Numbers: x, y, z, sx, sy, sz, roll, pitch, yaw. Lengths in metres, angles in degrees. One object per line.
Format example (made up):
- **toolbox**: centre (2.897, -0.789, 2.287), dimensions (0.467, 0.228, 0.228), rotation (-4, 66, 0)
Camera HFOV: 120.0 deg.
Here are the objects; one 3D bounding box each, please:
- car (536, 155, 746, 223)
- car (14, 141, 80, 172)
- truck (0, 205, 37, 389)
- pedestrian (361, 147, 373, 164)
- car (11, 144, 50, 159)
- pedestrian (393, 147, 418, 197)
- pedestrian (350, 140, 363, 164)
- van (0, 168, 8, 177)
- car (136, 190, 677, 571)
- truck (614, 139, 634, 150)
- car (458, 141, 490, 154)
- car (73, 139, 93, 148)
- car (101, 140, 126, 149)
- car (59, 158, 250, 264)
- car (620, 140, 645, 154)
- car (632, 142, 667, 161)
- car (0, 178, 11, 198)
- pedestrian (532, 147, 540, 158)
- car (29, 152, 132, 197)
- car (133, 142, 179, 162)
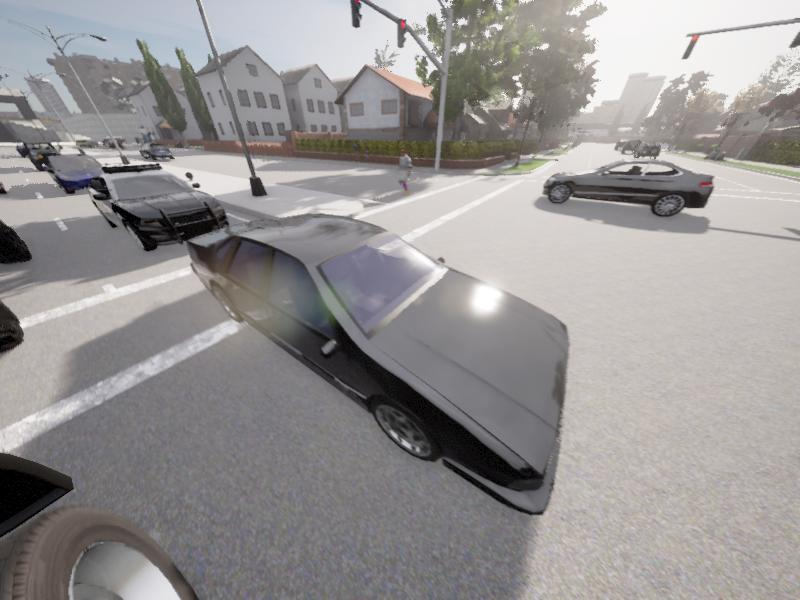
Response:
- **car**: centre (8.569, -4.575, 9.061), dimensions (5.027, 1.651, 2.152), rotation (22, 41, 28)
- **car**: centre (-27.452, -11.237, 17.978), dimensions (3.866, 1.878, 1.905), rotation (22, 41, 28)
- **truck**: centre (-7.412, -0.579, 2.848), dimensions (6.274, 2.098, 2.390), rotation (25, 42, 31)
- **pedestrian**: centre (-3.067, -13.607, 21.748), dimensions (0.751, 1.300, 0.751), rotation (22, 41, 28)
- **car**: centre (-44.913, -18.088, 28.067), dimensions (4.718, 1.301, 1.895), rotation (22, 41, 28)
- **pedestrian**: centre (0.231, -5.723, 10.371), dimensions (0.751, 1.860, 0.751), rotation (-28, 44, -34)
- **pedestrian**: centre (-4.101, -14.015, 21.833), dimensions (0.751, 1.860, 0.751), rotation (29, 44, 34)
- **van**: centre (-28.763, -9.372, 15.175), dimensions (4.480, 2.038, 2.069), rotation (22, 41, 26)
- **car**: centre (-0.826, -0.215, 2.997), dimensions (5.357, 1.411, 2.033), rotation (22, 41, 28)
- **truck**: centre (52.929, -36.812, 54.674), dimensions (2.390, 2.098, 6.274), rotation (22, 41, 27)
- **car**: centre (10.871, -22.431, 33.940), dimensions (3.806, 1.475, 1.970), rotation (22, 41, 28)
- **car**: centre (-68.234, -33.606, 49.685), dimensions (4.514, 1.525, 2.007), rotation (26, 43, 32)
- **car**: centre (-58.930, -31.966, 47.434), dimensions (4.974, 1.542, 2.038), rotation (22, 41, 28)
- **car**: centre (-6.760, -2.752, 6.332), dimensions (5.238, 1.638, 1.930), rotation (22, 40, 27)
- **car**: centre (43.166, -28.604, 43.062), dimensions (2.150, 2.045, 5.566), rotation (22, 41, 27)
- **car**: centre (32.048, -19.246, 29.845), dimensions (1.932, 1.855, 4.605), rotation (22, 41, 27)
- **car**: centre (-19.770, -5.441, 10.273), dimensions (4.181, 1.385, 1.994), rotation (22, 40, 28)
- **pedestrian**: centre (17.574, -19.053, 29.829), dimensions (0.500, 1.100, 0.500), rotation (23, 41, 29)
- **car**: centre (-16.148, -6.478, 11.678), dimensions (4.792, 1.488, 2.163), rotation (22, 41, 28)
- **car**: centre (-27.668, -16.839, 26.150), dimensions (4.856, 1.649, 2.033), rotation (22, 41, 28)
